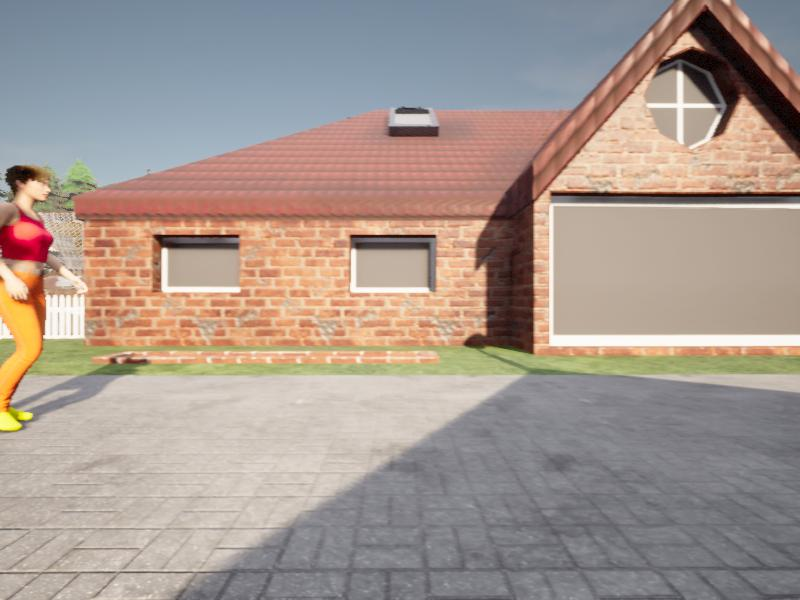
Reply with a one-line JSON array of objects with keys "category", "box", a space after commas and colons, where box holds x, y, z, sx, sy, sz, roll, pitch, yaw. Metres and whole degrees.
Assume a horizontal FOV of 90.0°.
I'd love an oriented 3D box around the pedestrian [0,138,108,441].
[{"category": "pedestrian", "box": [-2.639, -0.067, 2.796, 0.751, 1.860, 0.751, 0, 0, -15]}]
